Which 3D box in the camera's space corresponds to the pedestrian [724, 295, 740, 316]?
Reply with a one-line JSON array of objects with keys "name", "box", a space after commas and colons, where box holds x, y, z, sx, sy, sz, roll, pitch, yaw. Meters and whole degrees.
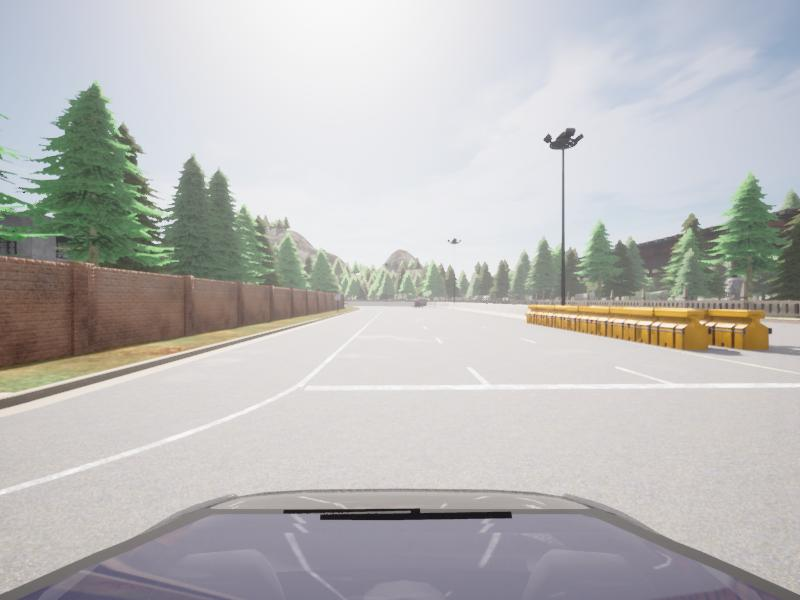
[{"name": "pedestrian", "box": [29.018, 0.486, 34.937, 0.751, 1.860, 0.751, 0, 0, -1]}]
